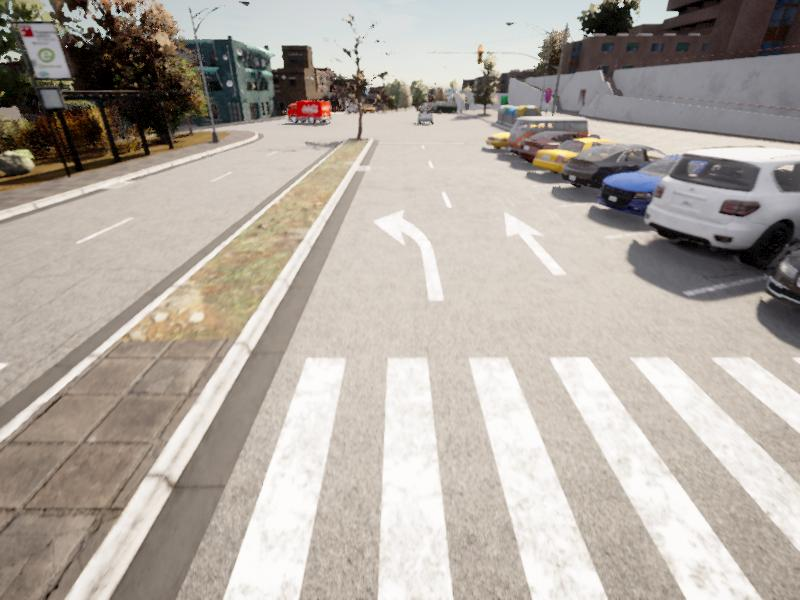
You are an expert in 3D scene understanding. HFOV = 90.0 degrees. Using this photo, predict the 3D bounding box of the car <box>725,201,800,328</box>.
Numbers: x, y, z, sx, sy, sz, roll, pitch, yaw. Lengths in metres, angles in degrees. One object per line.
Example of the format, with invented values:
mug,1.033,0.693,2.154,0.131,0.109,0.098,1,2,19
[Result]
car,8.077,-0.600,6.103,4.892,1.521,2.231,-9,29,-18

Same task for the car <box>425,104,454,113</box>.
car,7.876,-37.840,79.191,5.366,1.575,1.946,-8,27,-18

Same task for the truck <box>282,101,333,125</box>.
truck,-11.214,-22.832,48.674,5.204,2.467,2.627,10,29,20

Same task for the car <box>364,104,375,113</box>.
car,-5.892,-37.287,78.036,1.882,1.535,5.008,0,26,0

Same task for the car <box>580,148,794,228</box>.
car,8.071,-3.330,11.408,5.008,1.535,2.097,-9,29,-18

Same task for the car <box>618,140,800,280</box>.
car,8.096,-2.199,8.656,5.566,2.045,2.435,-9,29,-18

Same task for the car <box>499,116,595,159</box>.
car,7.957,-8.950,21.888,4.442,1.987,1.878,-9,29,-18

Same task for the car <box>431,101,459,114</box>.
car,7.946,-34.170,71.067,4.442,1.987,1.878,-8,27,-18

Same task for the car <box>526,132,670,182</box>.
car,8.238,-6.082,16.777,5.366,1.575,1.946,-9,28,-18

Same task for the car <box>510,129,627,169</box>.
car,8.089,-7.389,19.399,4.792,1.488,2.163,-9,28,-18

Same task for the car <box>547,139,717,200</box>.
car,8.058,-4.691,14.065,4.892,1.521,2.231,-9,28,-18

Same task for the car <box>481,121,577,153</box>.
car,7.890,-10.100,24.623,5.366,1.575,1.946,-9,29,-18

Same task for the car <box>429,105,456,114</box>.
car,8.053,-36.534,76.586,4.674,1.452,2.002,-8,27,-18

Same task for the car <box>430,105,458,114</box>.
car,8.046,-35.243,73.907,4.674,1.452,2.002,-8,27,-18

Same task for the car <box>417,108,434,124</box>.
car,2.970,-21.721,47.222,1.845,1.501,3.633,-1,28,0
